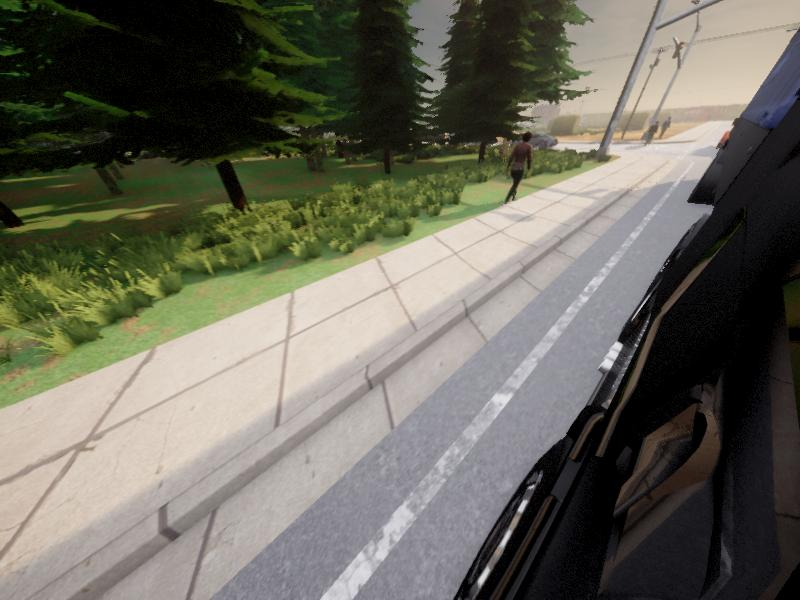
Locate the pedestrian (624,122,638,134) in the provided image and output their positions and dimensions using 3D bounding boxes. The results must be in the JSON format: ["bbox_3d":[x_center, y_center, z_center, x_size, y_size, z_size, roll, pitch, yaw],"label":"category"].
[{"bbox_3d":[33.346,-24.858,33.347,0.751,1.300,0.751,-13,38,-14],"label":"pedestrian"}]

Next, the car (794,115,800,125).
[{"bbox_3d":[64.078,-27.913,34.995,1.905,1.878,3.866,-3,35,9],"label":"car"}]

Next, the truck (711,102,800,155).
[{"bbox_3d":[23.648,-11.384,15.300,5.204,2.467,2.627,-30,44,-31],"label":"truck"}]

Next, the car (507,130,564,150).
[{"bbox_3d":[13.303,-15.885,22.926,1.994,1.385,4.181,-29,44,-30],"label":"car"}]

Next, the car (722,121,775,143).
[{"bbox_3d":[30.818,-14.992,20.566,4.181,1.385,1.994,-31,45,-32],"label":"car"}]

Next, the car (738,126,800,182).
[{"bbox_3d":[16.700,-6.017,9.361,4.902,1.511,2.128,-21,40,-23],"label":"car"}]

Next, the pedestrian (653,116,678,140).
[{"bbox_3d":[26.582,-17.251,23.156,0.751,1.860,0.751,17,41,24],"label":"pedestrian"}]

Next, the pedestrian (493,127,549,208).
[{"bbox_3d":[3.396,-3.750,6.599,0.751,1.860,0.751,30,47,36],"label":"pedestrian"}]

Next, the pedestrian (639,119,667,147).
[{"bbox_3d":[21.401,-14.112,19.583,0.751,1.860,0.751,-25,42,-27],"label":"pedestrian"}]

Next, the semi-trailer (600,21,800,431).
[{"bbox_3d":[8.596,-3.675,4.324,14.254,4.402,2.717,-29,44,-31],"label":"semi-trailer"}]

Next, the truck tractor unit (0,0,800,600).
[{"bbox_3d":[2.645,-0.295,0.351,6.516,4.208,3.053,-28,44,-30],"label":"truck tractor unit"}]
